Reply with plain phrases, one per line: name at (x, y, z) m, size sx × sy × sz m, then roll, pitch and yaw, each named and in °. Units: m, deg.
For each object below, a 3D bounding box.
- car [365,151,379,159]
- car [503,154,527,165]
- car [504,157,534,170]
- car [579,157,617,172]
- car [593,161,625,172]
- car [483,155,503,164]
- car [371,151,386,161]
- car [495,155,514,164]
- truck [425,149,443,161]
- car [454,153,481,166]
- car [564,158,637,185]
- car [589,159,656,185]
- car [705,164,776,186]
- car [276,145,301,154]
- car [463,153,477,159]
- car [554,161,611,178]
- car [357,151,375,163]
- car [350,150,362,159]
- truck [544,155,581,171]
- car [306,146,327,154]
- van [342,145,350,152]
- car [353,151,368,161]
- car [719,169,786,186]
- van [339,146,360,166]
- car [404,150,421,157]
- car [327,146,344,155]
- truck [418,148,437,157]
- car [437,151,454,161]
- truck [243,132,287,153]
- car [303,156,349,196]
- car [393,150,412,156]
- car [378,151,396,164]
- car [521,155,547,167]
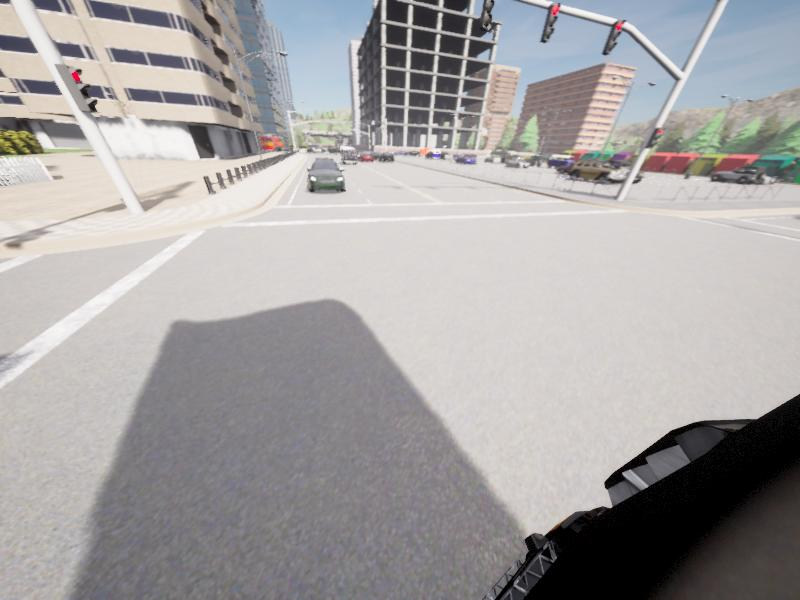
car at (-6.186, -31.443, 50.035) m, size 2.033 × 1.411 × 5.357 m, roll -7°, pitch 35°, yaw -15°
car at (25.720, -31.705, 51.942) m, size 1.932 × 1.855 × 4.605 m, roll -7°, pitch 35°, yaw -15°
car at (19.039, -21.975, 37.141) m, size 1.970 × 1.475 × 3.806 m, roll -7°, pitch 35°, yaw -15°
car at (35.240, -24.293, 41.354) m, size 1.932 × 1.855 × 4.605 m, roll -7°, pitch 35°, yaw -15°
car at (38.030, -24.437, 42.152) m, size 1.784 × 1.438 × 3.905 m, roll -7°, pitch 35°, yaw -15°
car at (20.371, -30.793, 50.624) m, size 1.970 × 1.475 × 3.806 m, roll -7°, pitch 35°, yaw -15°
car at (-4.144, -27.565, 44.244) m, size 1.812 × 1.442 × 4.674 m, roll -7°, pitch 35°, yaw -15°
car at (23.151, -31.173, 51.338) m, size 1.784 × 1.438 × 3.905 m, roll -7°, pitch 35°, yaw -15°
truck at (7.657, -33.105, 52.631) m, size 2.069 × 2.038 × 4.478 m, roll -7°, pitch 35°, yaw -15°
car at (11.851, -24.804, 40.802) m, size 2.242 × 1.667 × 4.611 m, roll -7°, pitch 35°, yaw -15°
car at (18.522, -12.138, 21.727) m, size 1.932 × 1.855 × 4.605 m, roll -7°, pitch 35°, yaw -15°
car at (21.315, -12.460, 22.417) m, size 1.905 × 1.878 × 3.866 m, roll -7°, pitch 35°, yaw -15°
car at (40.137, -14.882, 27.411) m, size 1.905 × 1.878 × 3.866 m, roll -7°, pitch 35°, yaw -15°
car at (-27.176, -36.891, 56.513) m, size 5.238 × 1.638 × 1.930 m, roll -8°, pitch 35°, yaw -16°
car at (24.276, -49.793, 79.846) m, size 4.193 × 1.474 × 1.816 m, roll -8°, pitch 35°, yaw -15°
car at (22.119, -16.058, 28.361) m, size 2.033 × 1.415 × 5.357 m, roll -7°, pitch 35°, yaw -15°
car at (-5.618, -23.570, 38.040) m, size 2.163 × 1.488 × 4.792 m, roll -7°, pitch 35°, yaw -15°
car at (-9.382, -30.714, 48.659) m, size 1.812 × 1.442 × 4.674 m, roll -7°, pitch 35°, yaw -15°
truck at (27.373, -23.336, 39.178) m, size 2.069 × 2.038 × 4.478 m, roll -7°, pitch 35°, yaw -15°
car at (-22.384, -40.338, 62.128) m, size 4.974 × 1.542 × 2.038 m, roll -26°, pitch 43°, yaw -37°
van at (-22.593, -63.171, 96.114) m, size 2.351 × 2.431 × 6.366 m, roll -7°, pitch 35°, yaw -15°
car at (-7.415, -26.912, 43.158) m, size 1.895 × 1.301 × 4.718 m, roll -7°, pitch 35°, yaw -15°
car at (42.910, -15.030, 28.267) m, size 1.970 × 1.475 × 3.806 m, roll -7°, pitch 35°, yaw -15°
van at (-6.773, -19.200, 30.816) m, size 2.069 × 2.038 × 4.480 m, roll -7°, pitch 35°, yaw -15°
car at (3.941, -45.225, 71.229) m, size 4.892 × 1.490 × 1.837 m, roll -8°, pitch 35°, yaw -15°
car at (-16.508, -38.475, 59.456) m, size 3.866 × 1.878 × 1.905 m, roll -8°, pitch 35°, yaw -16°
truck at (8.892, -48.178, 75.418) m, size 5.204 × 2.467 × 2.627 m, roll -8°, pitch 35°, yaw -15°
car at (10.412, -33.418, 53.471) m, size 1.932 × 1.855 × 4.605 m, roll -7°, pitch 35°, yaw -15°
truck at (-33.126, -38.995, 57.297) m, size 8.468 × 3.827 × 2.891 m, roll -8°, pitch 35°, yaw -15°
car at (-4.313, -7.420, 13.564) m, size 2.038 × 1.542 × 4.974 m, roll -7°, pitch 35°, yaw -14°
car at (0.785, -46.706, 73.504) m, size 5.357 × 1.411 × 2.033 m, roll -8°, pitch 35°, yaw -15°
car at (-2.312, -24.129, 39.069) m, size 1.882 × 1.535 × 5.008 m, roll -7°, pitch 35°, yaw -15°
car at (25.586, -26.681, 44.309) m, size 1.905 × 1.878 × 3.866 m, roll -7°, pitch 35°, yaw -15°
